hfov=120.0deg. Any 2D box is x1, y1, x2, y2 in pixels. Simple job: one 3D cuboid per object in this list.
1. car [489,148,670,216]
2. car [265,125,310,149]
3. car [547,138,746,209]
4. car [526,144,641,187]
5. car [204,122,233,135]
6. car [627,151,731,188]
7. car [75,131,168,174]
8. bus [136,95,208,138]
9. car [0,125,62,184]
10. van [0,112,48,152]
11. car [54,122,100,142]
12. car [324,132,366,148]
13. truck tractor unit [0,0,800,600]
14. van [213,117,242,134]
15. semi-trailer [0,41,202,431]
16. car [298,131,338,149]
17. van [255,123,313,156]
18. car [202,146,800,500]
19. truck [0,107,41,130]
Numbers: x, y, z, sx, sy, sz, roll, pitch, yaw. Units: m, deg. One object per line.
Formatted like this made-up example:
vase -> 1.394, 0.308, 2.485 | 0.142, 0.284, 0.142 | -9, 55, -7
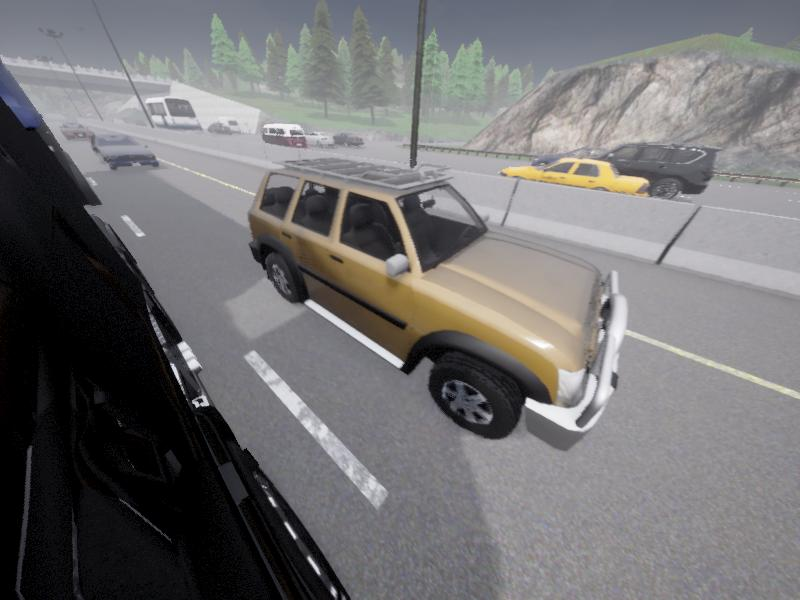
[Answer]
car -> 6.805, -5.060, 9.496 | 5.366, 1.575, 1.801 | 27, 43, 29
car -> -11.990, -17.428, 24.665 | 4.605, 1.855, 1.932 | 27, 43, 29
car -> 10.480, -6.068, 10.675 | 5.566, 2.045, 2.150 | 27, 43, 29
car -> 10.905, -8.363, 14.122 | 5.027, 1.651, 2.152 | 27, 43, 29
car -> -32.101, -30.250, 40.789 | 4.611, 1.667, 2.242 | 27, 43, 29
car -> 16.665, -8.082, 14.167 | 3.633, 1.501, 1.845 | 27, 43, 29
car -> -14.603, -7.814, 12.057 | 5.357, 1.411, 2.033 | 27, 43, 29
bus -> -32.627, -26.112, 33.068 | 10.273, 4.253, 3.944 | 27, 43, 29
car -> -16.346, -6.122, 9.496 | 4.856, 1.649, 2.033 | 27, 43, 29
van -> -26.949, -11.672, 15.940 | 4.480, 2.038, 2.069 | 27, 43, 29
car -> -31.757, -16.528, 22.709 | 4.181, 1.385, 1.994 | 27, 43, 29
car -> -6.849, -19.985, 28.797 | 5.357, 1.411, 2.033 | 27, 43, 29
truck tractor unit -> -2.645, -0.295, 0.351 | 6.516, 4.208, 3.053 | 28, 44, 30
van -> -33.697, -34.106, 45.127 | 5.915, 2.561, 1.988 | 27, 43, 29
semi-trailer -> -8.721, -3.580, 4.219 | 14.254, 4.402, 2.717 | 28, 44, 30
car -> -9.509, -18.666, 26.833 | 4.674, 1.442, 1.812 | 27, 43, 29
van -> -9.880, -13.735, 19.717 | 4.480, 2.038, 2.069 | 27, 43, 29
car -> -0.054, -0.609, 2.885 | 4.605, 1.855, 1.932 | 27, 43, 29
truck -> -54.395, -25.804, 32.845 | 5.204, 2.467, 2.627 | 27, 43, 29
